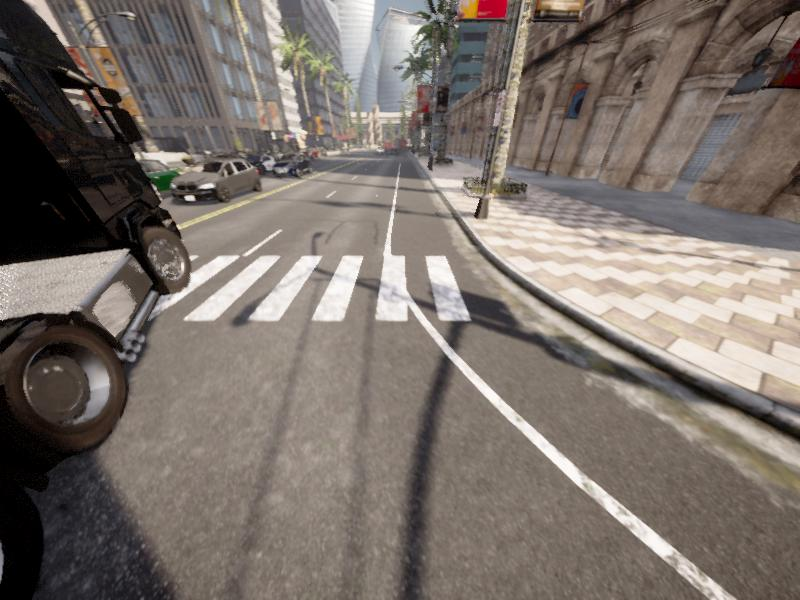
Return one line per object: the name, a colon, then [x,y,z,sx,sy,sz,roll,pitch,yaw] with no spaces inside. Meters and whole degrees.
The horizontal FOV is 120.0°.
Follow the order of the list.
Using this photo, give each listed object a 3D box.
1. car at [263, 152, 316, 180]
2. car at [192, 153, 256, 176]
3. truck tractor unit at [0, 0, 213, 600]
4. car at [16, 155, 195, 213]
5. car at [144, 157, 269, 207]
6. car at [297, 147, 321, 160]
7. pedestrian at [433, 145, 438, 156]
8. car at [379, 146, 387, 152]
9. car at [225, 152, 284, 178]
car: [-8.921,-11.311,19.302,2.033,1.649,4.856,0,34,0]
car: [-15.589,-12.355,20.944,2.163,1.488,4.792,0,34,0]
truck tractor unit: [-4.342,-0.718,1.404,3.053,4.208,6.516,-17,38,-22]
car: [-12.539,-5.489,10.564,2.097,1.767,4.553,1,34,1]
car: [-9.027,-6.072,11.548,2.242,1.667,4.611,0,34,0]
car: [-15.268,-24.819,39.025,2.185,1.767,4.553,0,34,0]
pedestrian: [7.097,-30.182,46.644,0.751,1.860,0.751,2,34,3]
car: [-5.148,-46.890,71.750,2.038,1.542,4.974,0,34,0]
car: [-12.408,-11.906,20.241,2.038,1.542,4.974,1,35,0]
